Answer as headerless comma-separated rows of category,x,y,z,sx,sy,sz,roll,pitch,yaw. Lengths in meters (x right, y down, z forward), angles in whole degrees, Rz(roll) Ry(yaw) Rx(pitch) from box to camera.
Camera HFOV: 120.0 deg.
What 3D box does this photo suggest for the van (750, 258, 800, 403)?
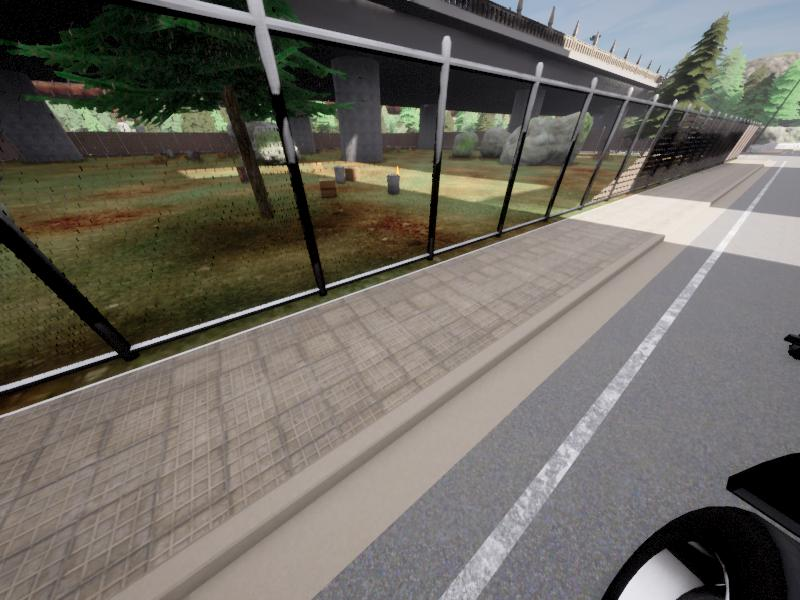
van,6.344,-0.140,2.316,4.480,2.038,2.069,-20,40,-27
